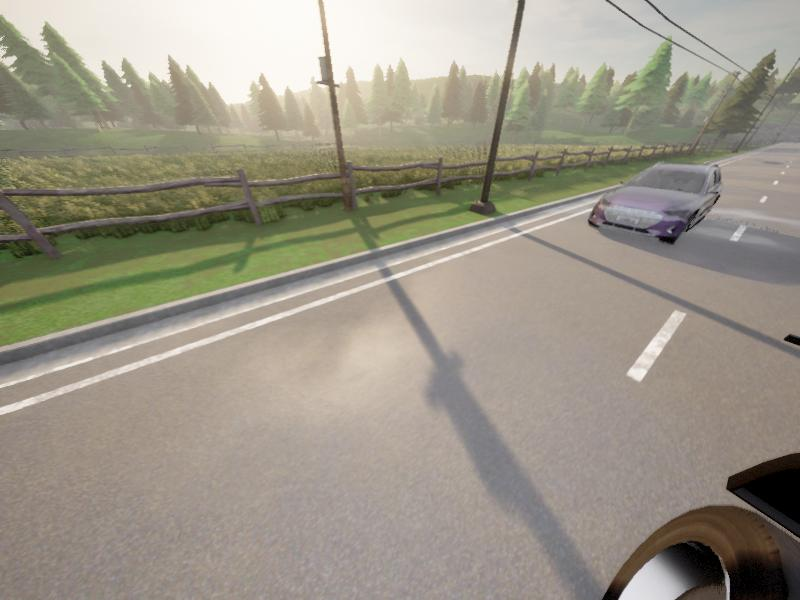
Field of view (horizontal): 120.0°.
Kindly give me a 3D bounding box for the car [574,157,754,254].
[{"bbox_3d":[7.655,-3.023,6.713,4.856,1.649,2.033,-22,41,-28],"label":"car"}]
